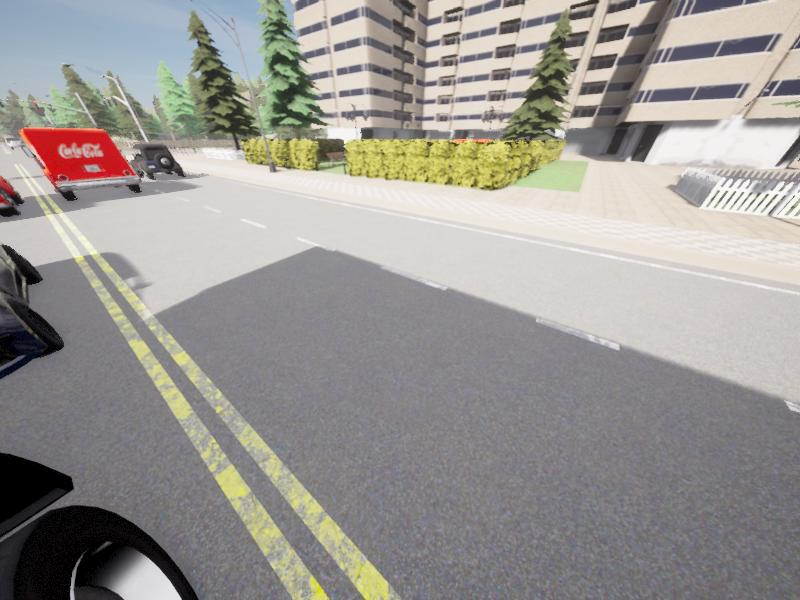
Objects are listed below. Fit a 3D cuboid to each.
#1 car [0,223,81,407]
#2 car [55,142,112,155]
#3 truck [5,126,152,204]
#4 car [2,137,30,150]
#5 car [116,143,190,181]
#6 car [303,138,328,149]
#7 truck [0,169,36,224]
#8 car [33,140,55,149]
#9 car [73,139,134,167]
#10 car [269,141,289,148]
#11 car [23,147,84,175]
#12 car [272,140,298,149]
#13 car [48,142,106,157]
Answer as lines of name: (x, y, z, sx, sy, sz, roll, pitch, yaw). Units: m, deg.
car: (-6.269, -0.080, 2.561, 4.611, 1.667, 2.242, 22, 40, 28)
car: (-48.263, -23.218, 35.343, 2.163, 1.488, 4.792, 24, 41, 29)
truck: (-14.678, -6.300, 10.620, 5.204, 2.467, 2.627, 21, 40, 29)
car: (-79.079, -32.282, 47.548, 5.566, 2.045, 2.150, 22, 41, 28)
car: (-16.085, -9.087, 15.097, 3.866, 1.878, 1.905, 22, 41, 28)
car: (-20.831, -38.800, 57.171, 2.150, 2.045, 5.566, 22, 41, 28)
truck: (-14.942, -3.939, 7.283, 5.204, 2.467, 2.627, 22, 41, 28)
car: (-77.874, -34.012, 50.523, 4.514, 1.525, 2.007, 22, 41, 28)
car: (-28.330, -14.124, 22.045, 5.566, 2.045, 2.150, 22, 41, 28)
car: (-29.792, -38.301, 56.816, 1.845, 1.501, 3.633, 22, 41, 28)
car: (-26.182, -10.580, 17.472, 3.633, 1.501, 1.845, 22, 41, 28)
car: (-27.234, -36.871, 54.827, 2.242, 1.667, 4.611, 22, 41, 28)
car: (-46.029, -21.544, 32.997, 2.007, 1.525, 4.514, 23, 41, 29)
